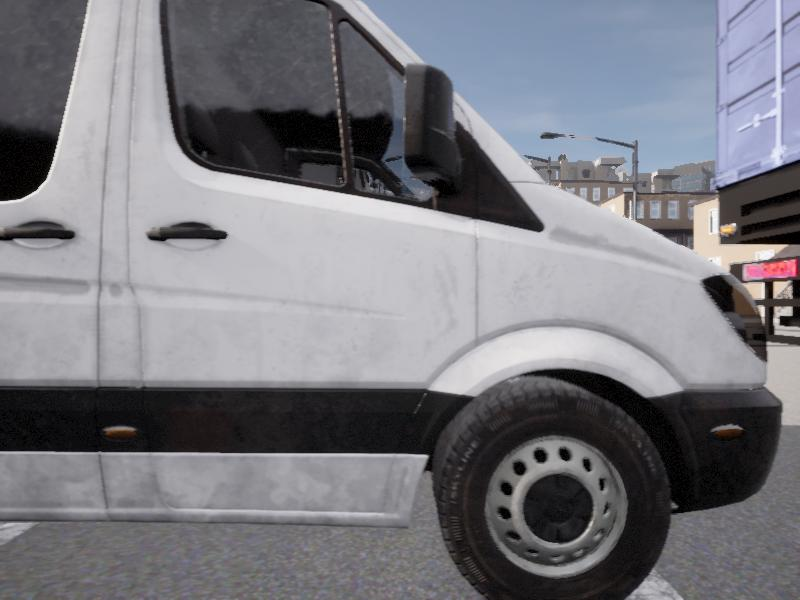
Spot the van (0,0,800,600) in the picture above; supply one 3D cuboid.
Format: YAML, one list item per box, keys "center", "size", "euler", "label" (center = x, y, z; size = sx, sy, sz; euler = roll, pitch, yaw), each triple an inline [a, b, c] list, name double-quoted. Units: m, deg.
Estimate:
- center: [-1.459, -0.280, 2.197]
  size: [5.915, 2.561, 1.988]
  euler: [0, 0, 0]
  label: "van"

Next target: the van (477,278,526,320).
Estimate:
- center: [6.229, -0.176, 25.144]
  size: [1.775, 1.987, 4.442]
  euler: [0, 9, -1]
  label: "van"

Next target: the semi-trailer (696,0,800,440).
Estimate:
- center: [9.907, -1.211, 2.312]
  size: [14.254, 4.402, 2.717]
  euler: [0, 0, 1]
  label: "semi-trailer"
